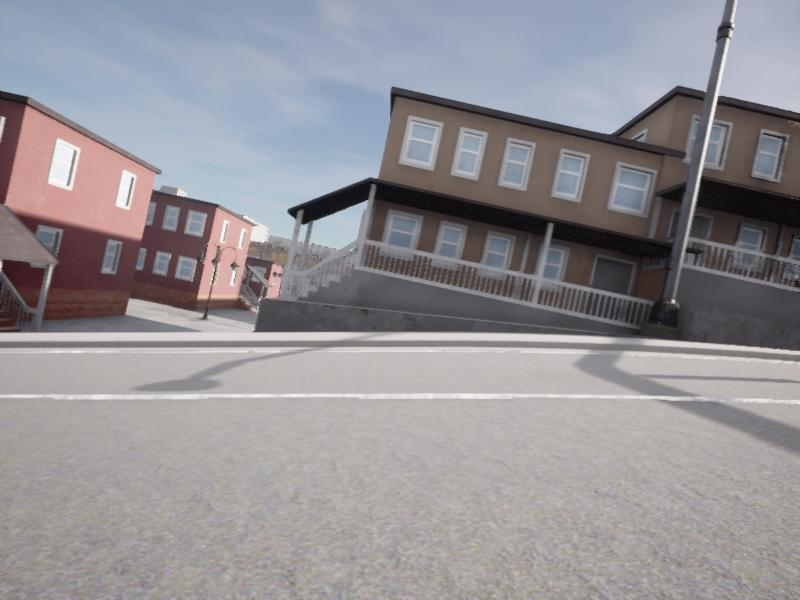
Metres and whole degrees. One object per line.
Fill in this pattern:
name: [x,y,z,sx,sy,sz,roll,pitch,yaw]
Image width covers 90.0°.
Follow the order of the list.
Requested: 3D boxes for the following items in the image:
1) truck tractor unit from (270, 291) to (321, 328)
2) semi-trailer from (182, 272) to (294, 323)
truck tractor unit: [-15.608,1.410,59.811,6.516,4.208,3.053,12,0,-15]
semi-trailer: [-23.142,-0.309,58.120,14.254,4.402,2.717,12,-1,-12]
